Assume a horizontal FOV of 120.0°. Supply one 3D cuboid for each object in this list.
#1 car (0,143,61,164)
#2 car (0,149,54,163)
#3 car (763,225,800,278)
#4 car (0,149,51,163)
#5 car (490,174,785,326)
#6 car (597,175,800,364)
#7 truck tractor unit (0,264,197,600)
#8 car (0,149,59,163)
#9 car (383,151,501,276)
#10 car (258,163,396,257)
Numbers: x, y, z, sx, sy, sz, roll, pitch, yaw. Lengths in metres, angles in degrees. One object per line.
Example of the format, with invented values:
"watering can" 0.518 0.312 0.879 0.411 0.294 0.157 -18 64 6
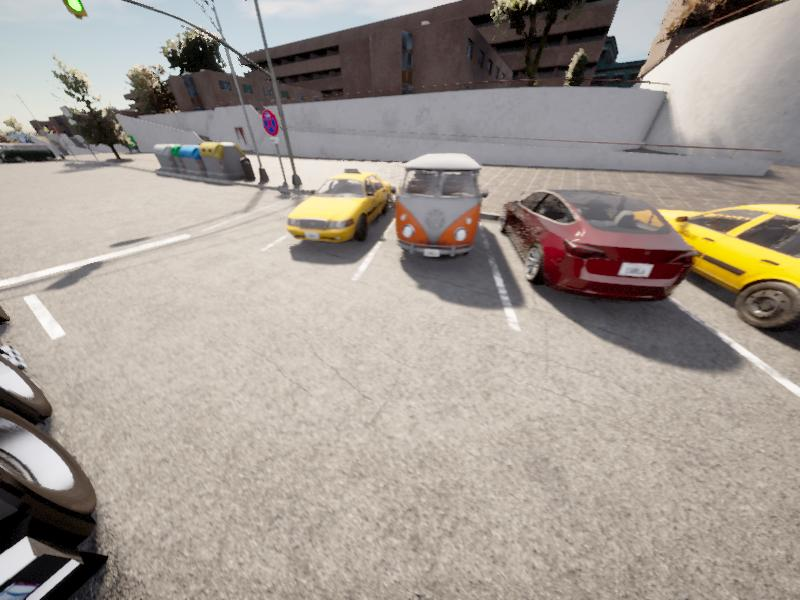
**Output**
"car" -46.846 -18.311 28.816 1.878 1.987 4.442 5 34 9
"car" -51.978 -19.723 31.598 2.002 1.452 4.674 5 34 9
"car" 8.777 0.019 2.582 2.231 1.521 4.892 6 35 8
"car" -54.589 -20.441 32.688 1.946 1.575 5.366 5 34 9
"car" 3.617 -1.665 5.085 2.163 1.488 4.792 6 35 8
"car" 6.228 -0.936 3.964 1.946 1.575 5.366 6 35 8
"truck tractor unit" -5.113 -0.300 0.780 6.516 4.208 3.053 18 39 24
"car" -49.407 -18.936 30.326 2.002 1.452 4.674 5 34 9
"car" 1.016 -2.638 6.052 1.878 1.987 4.442 6 35 8
"car" -1.579 -3.259 7.353 1.946 1.575 5.366 6 35 8
